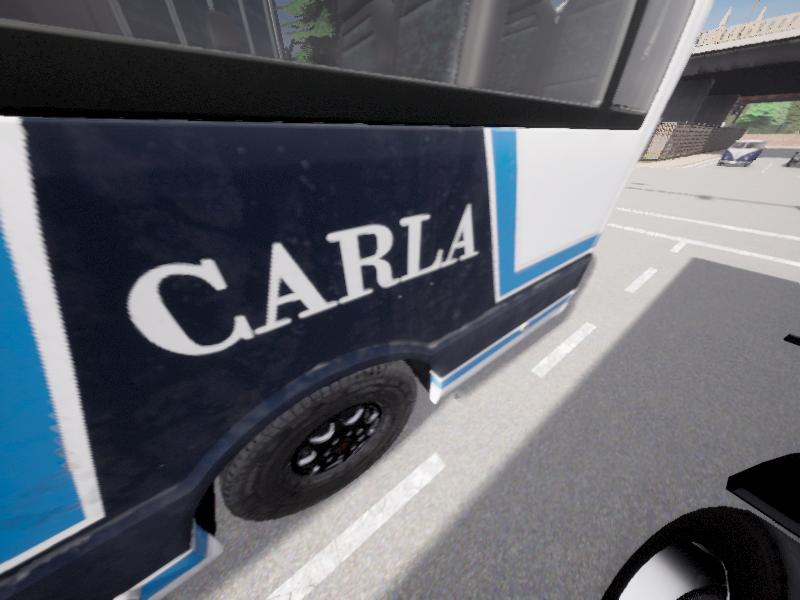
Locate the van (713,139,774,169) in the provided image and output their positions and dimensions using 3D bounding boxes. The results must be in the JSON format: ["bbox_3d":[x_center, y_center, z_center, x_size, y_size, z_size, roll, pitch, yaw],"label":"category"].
[{"bbox_3d":[29.854,-12.780,20.096,4.442,1.987,1.775,-21,40,-26],"label":"van"}]

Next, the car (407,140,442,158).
[{"bbox_3d":[3.142,-19.998,30.530,2.097,1.767,4.553,-22,41,-28],"label":"car"}]

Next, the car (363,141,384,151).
[{"bbox_3d":[-5.231,-30.303,45.389,2.007,1.525,4.514,-22,41,-28],"label":"car"}]

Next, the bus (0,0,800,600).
[{"bbox_3d":[-2.909,-0.198,0.514,10.273,4.253,3.944,-22,41,-28],"label":"bus"}]

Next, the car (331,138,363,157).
[{"bbox_3d":[-7.688,-21.959,33.146,2.150,2.045,5.566,-22,40,-27],"label":"car"}]

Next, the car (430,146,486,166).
[{"bbox_3d":[5.523,-14.350,22.870,2.033,1.411,5.357,-22,41,-28],"label":"car"}]

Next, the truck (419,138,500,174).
[{"bbox_3d":[4.499,-11.959,18.881,2.390,2.098,6.274,-22,41,-28],"label":"truck"}]

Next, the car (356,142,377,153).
[{"bbox_3d":[-6.016,-27.360,41.366,1.994,1.385,4.181,-22,41,-28],"label":"car"}]

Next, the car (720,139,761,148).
[{"bbox_3d":[75.544,-34.826,51.344,2.033,1.649,4.856,-22,41,-28],"label":"car"}]

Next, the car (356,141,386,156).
[{"bbox_3d":[-4.340,-22.579,34.329,2.242,1.667,4.611,-22,41,-28],"label":"car"}]

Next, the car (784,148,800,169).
[{"bbox_3d":[35.015,-12.155,19.660,4.674,1.442,1.812,-22,41,-28],"label":"car"}]

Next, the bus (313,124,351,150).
[{"bbox_3d":[-14.993,-35.798,50.856,3.944,4.253,10.273,-22,41,-28],"label":"bus"}]

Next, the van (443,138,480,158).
[{"bbox_3d":[7.837,-19.736,29.972,1.775,1.987,4.442,-22,41,-28],"label":"van"}]

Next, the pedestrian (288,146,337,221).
[{"bbox_3d":[-2.547,-3.432,6.853,0.751,1.860,0.751,-25,42,-31],"label":"pedestrian"}]

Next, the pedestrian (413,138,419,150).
[{"bbox_3d":[2.905,-28.000,41.491,0.751,1.860,0.751,-24,41,-29],"label":"pedestrian"}]

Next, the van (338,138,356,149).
[{"bbox_3d":[-12.352,-36.369,53.569,2.069,2.038,4.480,-22,41,-28],"label":"van"}]
